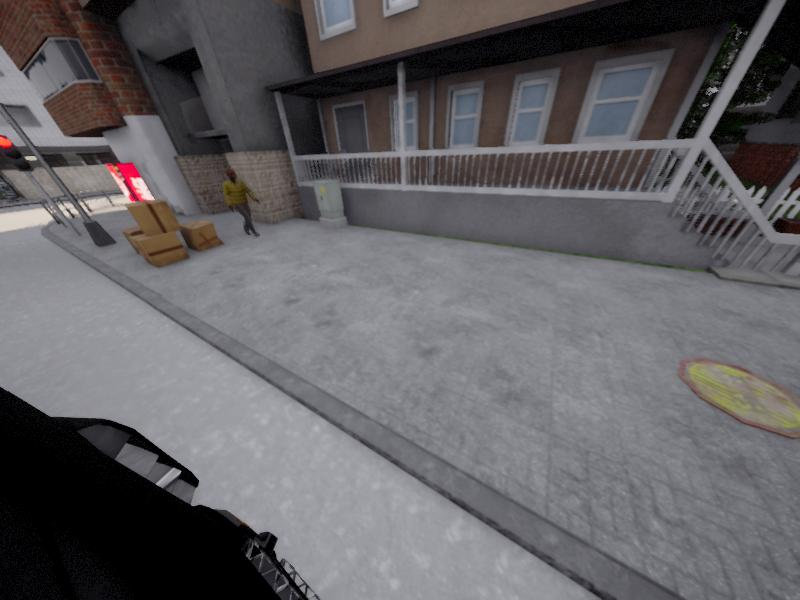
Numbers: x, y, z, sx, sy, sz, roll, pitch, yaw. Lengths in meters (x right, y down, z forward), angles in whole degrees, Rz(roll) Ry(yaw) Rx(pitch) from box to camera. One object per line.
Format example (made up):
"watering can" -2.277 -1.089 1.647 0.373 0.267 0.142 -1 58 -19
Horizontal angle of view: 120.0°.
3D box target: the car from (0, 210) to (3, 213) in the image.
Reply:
"car" -25.209 -4.882 11.808 2.242 1.667 4.611 16 38 26

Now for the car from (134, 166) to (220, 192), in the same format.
"car" -19.290 -10.702 20.289 2.163 1.488 4.792 16 38 26

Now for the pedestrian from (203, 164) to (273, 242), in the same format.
"pedestrian" -4.420 -2.680 6.424 0.751 1.860 0.751 20 40 31
